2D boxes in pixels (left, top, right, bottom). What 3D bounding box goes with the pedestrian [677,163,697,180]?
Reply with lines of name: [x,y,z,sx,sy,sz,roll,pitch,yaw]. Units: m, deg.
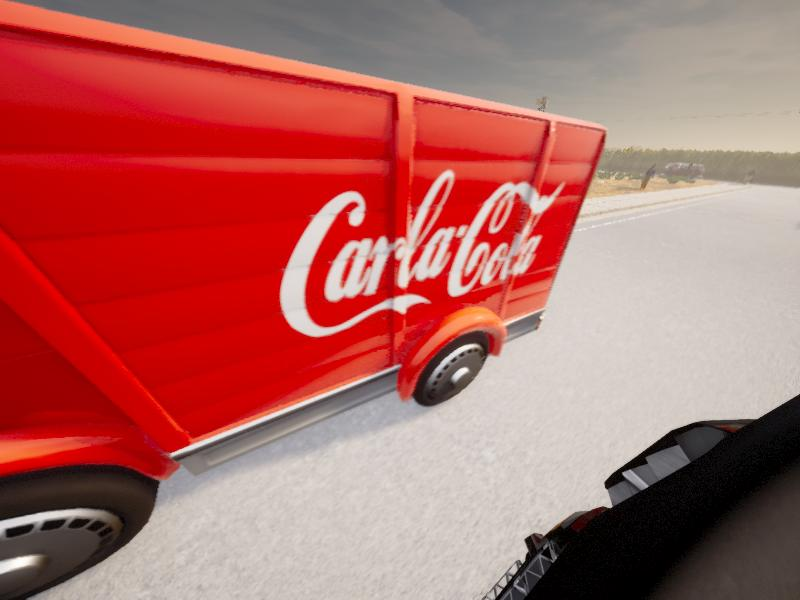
pedestrian: [38.193,-17.081,30.723,0.751,1.860,0.751,-12,36,-21]

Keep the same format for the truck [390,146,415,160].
truck: [0.585,-34.851,54.696,5.204,2.467,2.627,-13,37,-23]

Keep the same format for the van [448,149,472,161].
van: [16.981,-40.900,65.049,5.915,2.561,1.988,-7,34,-15]

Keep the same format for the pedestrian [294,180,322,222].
pedestrian: [-2.818,-3.041,7.095,0.500,1.100,0.500,-20,40,-30]

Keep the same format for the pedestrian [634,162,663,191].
pedestrian: [19.370,-9.624,18.023,0.751,1.860,0.751,-22,41,-33]

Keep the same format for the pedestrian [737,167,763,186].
pedestrian: [40.231,-14.247,26.569,0.751,1.860,0.751,-15,37,-25]

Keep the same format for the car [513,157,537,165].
car: [31.484,-35.199,58.410,2.038,1.542,4.974,-15,37,-24]

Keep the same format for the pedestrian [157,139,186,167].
pedestrian: [-18.261,-11.766,18.513,0.751,1.860,0.751,11,34,12]

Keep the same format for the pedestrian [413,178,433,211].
pedestrian: [0.865,-4.051,8.899,0.500,1.100,0.500,-7,35,-14]

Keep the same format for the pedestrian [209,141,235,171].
pedestrian: [-13.738,-11.123,17.869,0.751,1.860,0.751,7,34,6]

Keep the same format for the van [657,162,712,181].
van: [43.068,-19.612,35.129,2.069,2.038,4.480,-15,37,-25]

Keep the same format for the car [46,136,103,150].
car: [-50.460,-24.405,35.963,4.514,1.525,2.007,-13,37,-23]

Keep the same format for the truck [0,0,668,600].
truck: [-1.092,-0.268,2.084,5.204,2.467,2.627,-16,38,-26]
